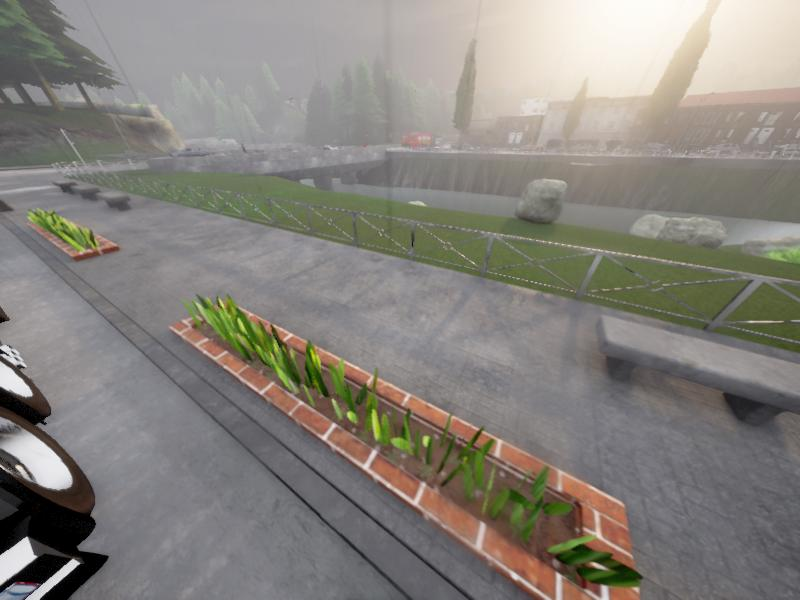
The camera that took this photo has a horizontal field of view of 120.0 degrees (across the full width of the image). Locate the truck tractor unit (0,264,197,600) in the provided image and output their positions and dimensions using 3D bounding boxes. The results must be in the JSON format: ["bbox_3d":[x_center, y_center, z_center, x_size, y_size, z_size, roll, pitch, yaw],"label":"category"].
[{"bbox_3d":[-5.109,-0.304,0.775,6.516,4.208,3.053,18,39,24],"label":"truck tractor unit"}]

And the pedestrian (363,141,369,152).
[{"bbox_3d":[-6.850,-30.579,46.103,0.751,1.860,0.751,16,38,22],"label":"pedestrian"}]

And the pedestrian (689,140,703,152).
[{"bbox_3d":[53.362,-27.795,41.665,0.751,1.860,0.751,23,41,29],"label":"pedestrian"}]

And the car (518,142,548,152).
[{"bbox_3d":[27.606,-31.888,48.148,5.027,1.651,2.152,18,39,24],"label":"car"}]

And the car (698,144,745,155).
[{"bbox_3d":[51.246,-24.125,36.948,3.806,1.475,1.970,18,39,25],"label":"car"}]

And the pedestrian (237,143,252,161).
[{"bbox_3d":[-19.129,-18.207,28.434,0.751,1.860,0.751,17,39,24],"label":"pedestrian"}]

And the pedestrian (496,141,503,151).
[{"bbox_3d":[21.871,-33.698,50.540,0.751,1.860,0.751,-5,35,-7],"label":"pedestrian"}]

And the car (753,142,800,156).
[{"bbox_3d":[57.209,-22.252,34.070,5.238,1.638,1.930,18,39,24],"label":"car"}]

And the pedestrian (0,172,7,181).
[{"bbox_3d":[-26.558,-8.600,14.683,0.751,1.860,0.751,24,42,31],"label":"pedestrian"}]

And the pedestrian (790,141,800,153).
[{"bbox_3d":[64.550,-24.738,37.191,0.751,1.860,0.751,16,38,22],"label":"pedestrian"}]

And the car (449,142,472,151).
[{"bbox_3d":[14.218,-36.253,54.513,4.856,1.649,2.033,18,39,25],"label":"car"}]

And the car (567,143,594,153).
[{"bbox_3d":[34.878,-29.459,44.732,3.806,1.475,1.970,18,39,24],"label":"car"}]

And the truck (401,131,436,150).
[{"bbox_3d":[4.529,-40.317,58.493,8.468,3.827,2.891,18,39,24],"label":"truck"}]

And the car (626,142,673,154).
[{"bbox_3d":[43.568,-26.697,40.556,5.238,1.638,1.930,18,39,24],"label":"car"}]

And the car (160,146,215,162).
[{"bbox_3d":[-28.283,-19.638,30.949,2.242,1.667,4.611,18,39,24],"label":"car"}]

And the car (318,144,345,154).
[{"bbox_3d":[-13.384,-29.819,45.573,2.038,1.542,4.974,18,39,24],"label":"car"}]
